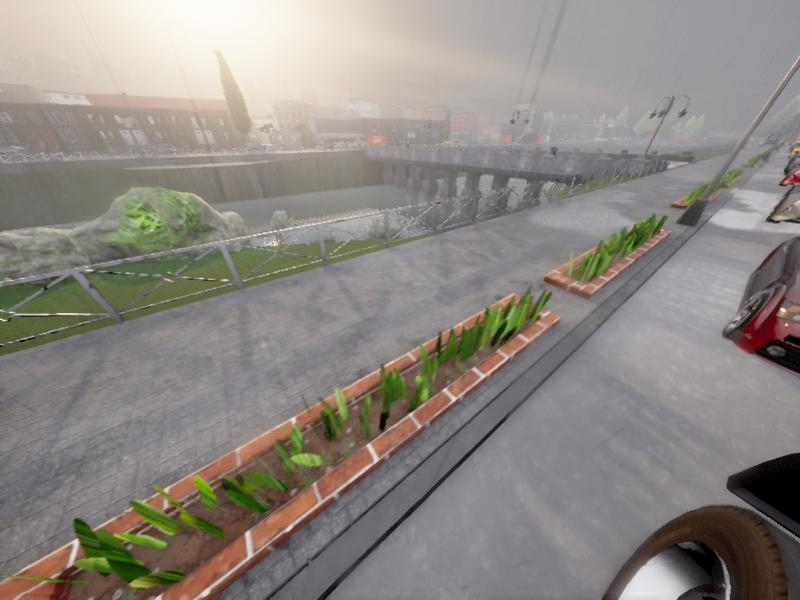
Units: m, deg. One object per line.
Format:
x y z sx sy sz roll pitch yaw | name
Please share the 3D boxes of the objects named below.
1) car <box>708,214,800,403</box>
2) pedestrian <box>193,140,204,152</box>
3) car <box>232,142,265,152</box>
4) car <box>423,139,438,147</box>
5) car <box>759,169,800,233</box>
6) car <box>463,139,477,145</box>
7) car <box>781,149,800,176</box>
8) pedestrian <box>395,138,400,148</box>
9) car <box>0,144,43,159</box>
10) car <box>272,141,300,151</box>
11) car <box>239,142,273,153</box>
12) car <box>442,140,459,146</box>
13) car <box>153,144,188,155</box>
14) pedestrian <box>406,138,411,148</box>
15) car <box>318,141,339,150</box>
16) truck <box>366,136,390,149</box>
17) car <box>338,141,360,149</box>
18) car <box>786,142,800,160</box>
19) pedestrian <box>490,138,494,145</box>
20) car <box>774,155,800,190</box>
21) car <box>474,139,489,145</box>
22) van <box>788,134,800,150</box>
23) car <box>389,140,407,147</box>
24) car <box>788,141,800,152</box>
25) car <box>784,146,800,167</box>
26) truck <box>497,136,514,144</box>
6.038 -0.039 2.727 4.181 1.385 1.994 -22 41 -28 | car
-39.423 -30.200 45.230 0.751 1.860 0.751 6 36 9 | pedestrian
-30.891 -31.328 47.172 5.238 1.638 1.930 -23 41 -29 | car
8.895 -45.241 66.383 3.866 1.878 1.905 -23 41 -28 | car
13.248 -3.130 6.916 4.514 1.525 2.007 -22 41 -28 | car
24.054 -54.266 79.379 4.892 1.490 1.837 -23 41 -28 | car
28.524 -9.536 15.923 4.193 1.474 1.816 -23 41 -29 | car
-0.495 -34.099 50.205 0.751 1.860 0.751 -15 38 -20 | pedestrian
-55.732 -20.969 32.682 5.238 1.638 1.930 -23 41 -28 | car
-25.013 -33.792 50.629 4.856 1.649 2.033 -23 41 -28 | car
-27.955 -29.751 44.912 5.238 1.638 1.930 -23 41 -28 | car
15.408 -47.829 70.286 5.366 1.575 1.801 -23 41 -28 | car
-38.466 -25.293 38.817 3.806 1.475 1.970 -23 41 -28 | car
2.067 -38.119 56.131 0.751 1.860 0.751 -19 39 -24 | pedestrian
-16.033 -34.716 51.886 3.988 1.617 1.851 -23 41 -28 | car
-5.357 -39.530 57.878 5.204 2.467 2.627 -23 41 -28 | truck
-12.691 -38.940 57.869 4.974 1.542 2.038 -23 41 -28 | car
45.821 -16.762 25.976 5.008 1.535 1.882 -23 41 -28 | car
29.599 -51.106 74.319 0.751 1.860 0.751 -25 42 -31 | pedestrian
21.909 -6.739 11.966 4.514 1.525 2.007 -22 41 -28 | car
27.203 -52.779 77.169 4.974 1.542 2.038 -23 41 -28 | car
76.313 -29.870 43.540 6.366 2.431 2.351 -23 41 -28 | van
-0.484 -44.022 65.021 5.008 1.535 1.882 -23 41 -28 | car
65.919 -25.099 37.765 4.181 1.385 1.994 -23 41 -28 | car
35.322 -12.375 19.843 3.633 1.501 1.845 -23 41 -28 | car
38.190 -57.734 83.341 5.204 2.467 2.627 -23 41 -28 | truck
